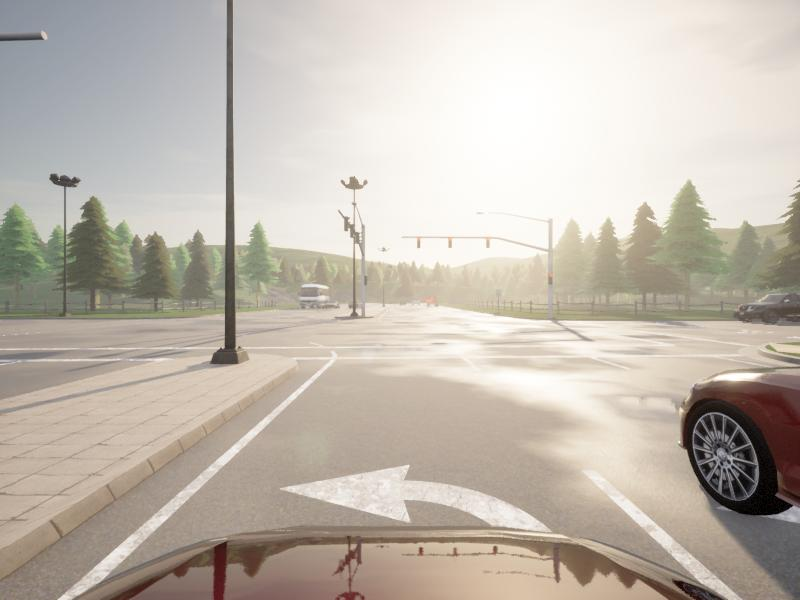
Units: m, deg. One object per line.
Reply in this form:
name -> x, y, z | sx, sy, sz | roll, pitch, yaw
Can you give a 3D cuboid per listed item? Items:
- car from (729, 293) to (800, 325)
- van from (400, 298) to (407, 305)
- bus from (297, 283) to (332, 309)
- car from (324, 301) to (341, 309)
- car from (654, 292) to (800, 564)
car -> 25.740, 0.541, 26.834 | 5.566, 2.045, 2.150 | -1, 0, 1
van -> 0.929, 0.501, 111.209 | 1.775, 1.987, 4.442 | 0, 0, 2
bus -> -14.860, -0.600, 70.462 | 3.944, 4.253, 10.273 | 0, 0, 0
car -> -11.485, 0.828, 68.285 | 2.033, 1.411, 5.357 | 0, 0, 0
car -> 3.500, 0.779, 1.307 | 2.152, 1.651, 5.027 | 0, 0, 0
